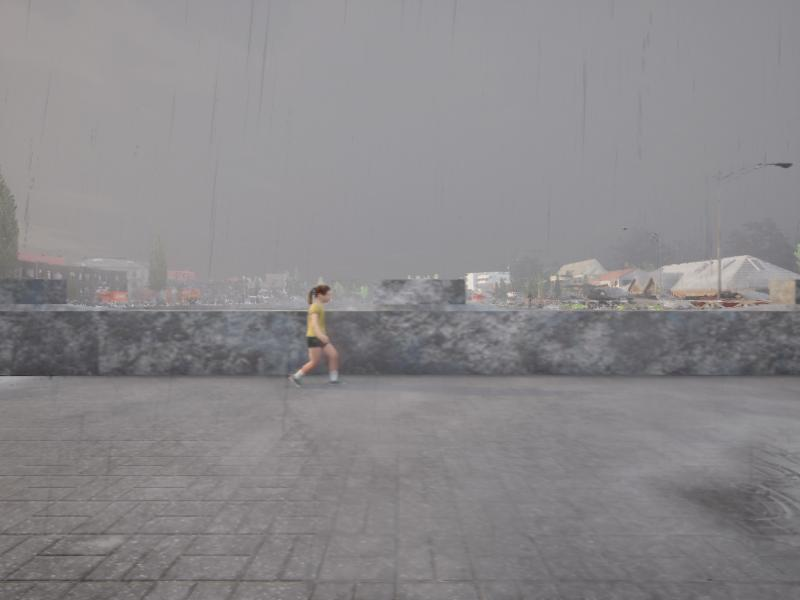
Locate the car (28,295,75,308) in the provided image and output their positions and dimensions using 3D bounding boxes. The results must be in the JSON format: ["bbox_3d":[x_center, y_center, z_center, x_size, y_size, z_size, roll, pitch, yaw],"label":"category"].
[{"bbox_3d":[-47.452,0.170,54.649,1.930,1.638,5.238,0,0,0],"label":"car"}]

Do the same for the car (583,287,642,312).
[{"bbox_3d":[18.212,-0.031,34.639,2.150,2.045,5.566,0,0,0],"label":"car"}]

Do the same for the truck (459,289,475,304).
[{"bbox_3d":[18.193,-0.924,108.528,2.891,3.827,8.468,0,0,0],"label":"truck"}]

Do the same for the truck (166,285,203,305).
[{"bbox_3d":[-43.462,-0.926,80.961,2.891,3.827,8.468,0,0,0],"label":"truck"}]

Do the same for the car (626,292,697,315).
[{"bbox_3d":[18.214,0.229,28.178,2.007,1.525,4.514,0,0,0],"label":"car"}]

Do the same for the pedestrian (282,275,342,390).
[{"bbox_3d":[-0.873,0.313,4.070,0.500,1.100,0.500,0,0,0],"label":"pedestrian"}]

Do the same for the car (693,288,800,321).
[{"bbox_3d":[18.246,0.224,21.119,1.882,1.535,5.008,0,0,0],"label":"car"}]

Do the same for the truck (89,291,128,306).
[{"bbox_3d":[-47.458,-0.247,65.352,2.627,2.467,5.204,0,0,0],"label":"truck"}]

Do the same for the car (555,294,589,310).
[{"bbox_3d":[18.210,0.189,42.501,1.851,1.617,3.988,0,0,0],"label":"car"}]
